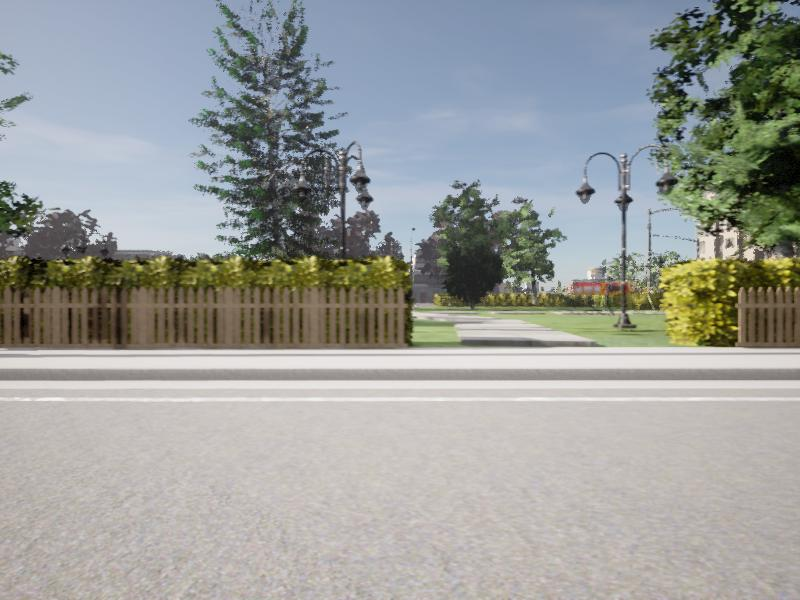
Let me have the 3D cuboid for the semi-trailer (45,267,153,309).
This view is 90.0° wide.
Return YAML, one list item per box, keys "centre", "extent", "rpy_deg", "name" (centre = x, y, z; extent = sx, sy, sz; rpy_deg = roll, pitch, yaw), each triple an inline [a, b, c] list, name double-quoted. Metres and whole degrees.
- centre: [-36.042, -1.234, 49.217]
  extent: [2.717, 4.402, 14.254]
  rpy_deg: [0, 0, -1]
  name: "semi-trailer"

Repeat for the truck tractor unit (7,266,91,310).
- centre: [-35.885, -1.141, 41.308]
  extent: [3.053, 4.208, 6.516]
  rpy_deg: [0, 0, -2]
  name: "truck tractor unit"

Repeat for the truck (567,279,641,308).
- centre: [27.554, -0.889, 54.324]
  extent: [8.468, 3.827, 2.891]
  rpy_deg: [1, -1, 5]
  name: "truck"
